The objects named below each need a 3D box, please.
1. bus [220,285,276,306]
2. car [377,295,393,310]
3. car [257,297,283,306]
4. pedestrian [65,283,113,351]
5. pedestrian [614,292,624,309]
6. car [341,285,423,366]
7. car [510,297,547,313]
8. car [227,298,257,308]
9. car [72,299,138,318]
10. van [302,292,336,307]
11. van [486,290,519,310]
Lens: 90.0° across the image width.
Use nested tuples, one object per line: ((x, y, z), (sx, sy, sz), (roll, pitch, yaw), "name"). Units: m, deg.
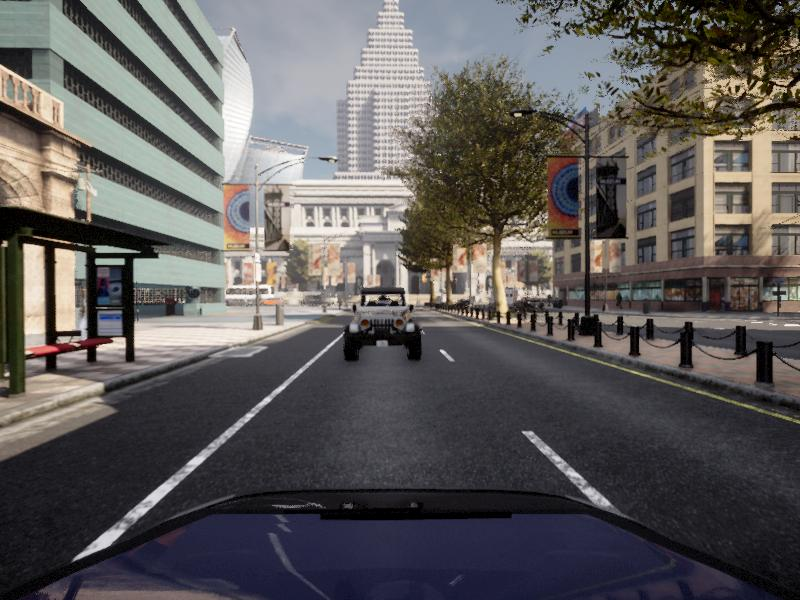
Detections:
((-31.703, -0.904, 83.680), (10.273, 4.253, 3.944), (0, 0, -2), "bus")
((-1.934, 0.313, 51.527), (1.932, 1.855, 4.605), (0, 1, -2), "car")
((-26.056, 0.318, 80.512), (4.553, 1.767, 2.097), (0, 0, -2), "car")
((-8.773, 0.462, 11.324), (0.751, 1.860, 0.751), (0, 0, -1), "pedestrian")
((23.149, 0.051, 42.312), (0.751, 1.860, 0.751), (0, 0, 7), "pedestrian")
((-0.473, 0.570, 11.205), (1.905, 1.878, 3.866), (0, 1, -2), "car")
((13.419, 0.465, 41.992), (2.128, 1.511, 4.902), (0, 0, -2), "car")
((-29.023, 0.510, 73.405), (4.611, 1.667, 2.242), (0, 0, -2), "car")
((-24.768, 0.643, 33.892), (2.128, 1.511, 4.902), (0, 0, -2), "car")
((-14.939, -0.105, 73.851), (5.915, 2.561, 1.988), (0, 0, -2), "van")
((13.046, -0.052, 51.264), (2.351, 2.431, 6.366), (0, 0, -2), "van")
